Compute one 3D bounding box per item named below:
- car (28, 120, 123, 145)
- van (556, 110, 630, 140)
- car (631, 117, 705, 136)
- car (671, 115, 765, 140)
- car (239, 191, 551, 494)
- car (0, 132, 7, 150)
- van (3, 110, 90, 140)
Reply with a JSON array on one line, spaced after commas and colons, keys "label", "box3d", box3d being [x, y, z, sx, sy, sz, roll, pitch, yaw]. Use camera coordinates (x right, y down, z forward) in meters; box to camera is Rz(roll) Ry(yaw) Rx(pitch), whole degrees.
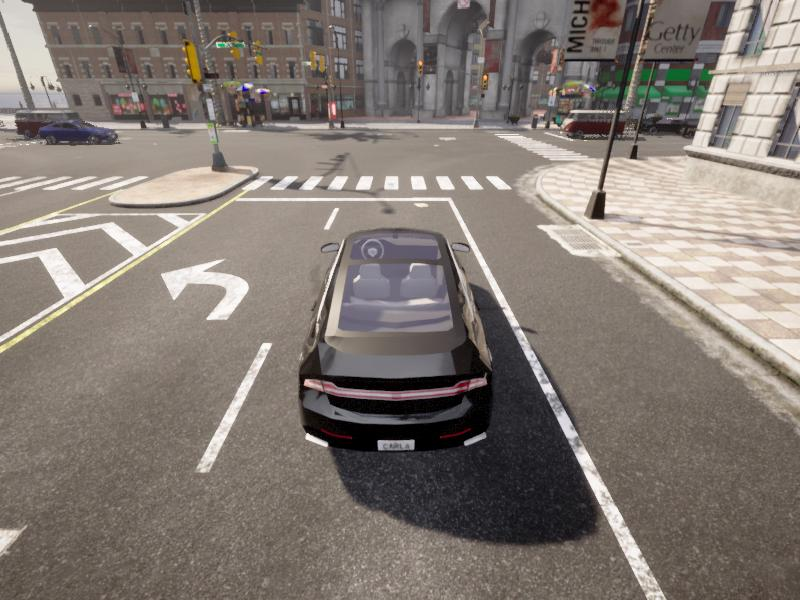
[{"label": "car", "box3d": [-22.061, -11.479, 27.391, 4.674, 1.442, 1.812, 0, 27, 0]}, {"label": "van", "box3d": [14.574, -13.346, 30.431, 4.442, 1.987, 1.775, 0, 27, 0]}, {"label": "car", "box3d": [22.498, -14.638, 33.702, 4.718, 1.301, 1.895, 0, 27, 1]}, {"label": "car", "box3d": [24.095, -13.191, 30.504, 5.238, 1.638, 1.930, 0, 27, 0]}, {"label": "car", "box3d": [-0.056, -0.146, 5.248, 2.128, 1.511, 4.902, 0, 27, -1]}, {"label": "car", "box3d": [-26.681, -9.688, 23.815, 4.514, 1.525, 2.007, 4, 27, 7]}, {"label": "van", "box3d": [-26.710, -13.314, 30.374, 4.442, 1.987, 1.775, 0, 27, 0]}]
